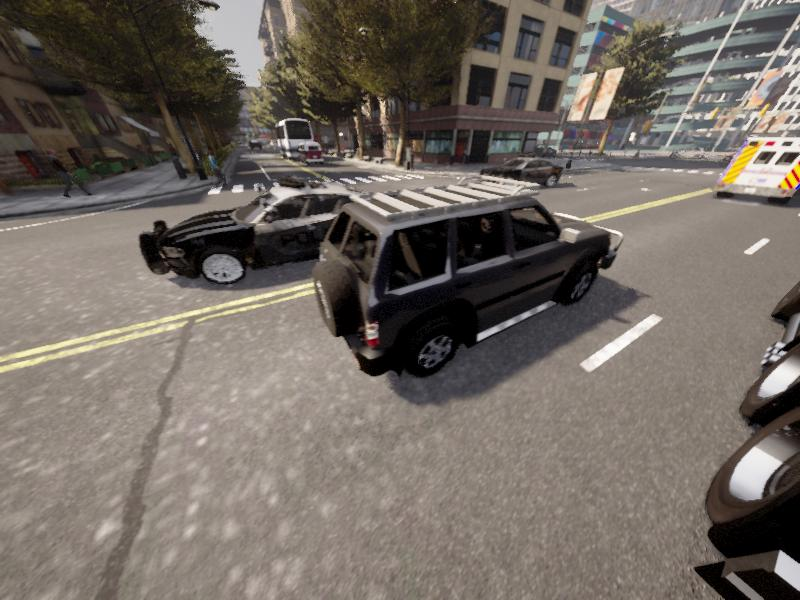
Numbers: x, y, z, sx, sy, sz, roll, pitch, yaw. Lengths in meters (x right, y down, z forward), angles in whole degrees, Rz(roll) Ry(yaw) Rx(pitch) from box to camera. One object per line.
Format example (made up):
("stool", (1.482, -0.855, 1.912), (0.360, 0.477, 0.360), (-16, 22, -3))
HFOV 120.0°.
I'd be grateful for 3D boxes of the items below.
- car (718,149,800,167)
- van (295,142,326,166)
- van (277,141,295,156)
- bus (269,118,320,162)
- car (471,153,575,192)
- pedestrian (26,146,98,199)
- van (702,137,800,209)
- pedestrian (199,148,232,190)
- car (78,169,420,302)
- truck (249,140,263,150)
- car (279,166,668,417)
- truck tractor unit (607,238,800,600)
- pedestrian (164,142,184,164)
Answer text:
("car", (41.342, -16.397, 26.602), (4.974, 1.542, 2.038), (17, 38, 22))
("van", (-9.959, -16.287, 25.613), (2.069, 2.038, 4.480), (-18, 38, -24))
("van", (-19.629, -26.085, 39.720), (1.775, 1.987, 4.442), (-17, 39, -24))
("bus", (-14.538, -21.709, 31.462), (3.944, 4.253, 10.273), (-18, 38, -24))
("car", (7.038, -7.492, 13.425), (5.238, 1.638, 1.930), (-12, 37, -17))
("pedestrian", (-13.881, -5.284, 9.586), (0.751, 1.860, 0.751), (-23, 41, -29))
("van", (18.126, -6.260, 11.042), (6.366, 2.431, 2.351), (-17, 38, -24))
("pedestrian", (-9.745, -6.949, 12.284), (0.751, 1.860, 0.751), (-18, 39, -24))
("car", (-2.335, -1.824, 5.187), (5.238, 1.638, 1.930), (-17, 38, -24))
("truck", (-37.308, -40.120, 59.711), (2.390, 2.098, 6.274), (-18, 39, -24))
("car", (1.100, -0.707, 3.400), (4.605, 1.855, 1.932), (-18, 39, -23))
("truck tractor unit", (5.063, -0.346, 0.841), (6.516, 4.208, 3.053), (-20, 40, -26))
("pedestrian", (-22.543, -14.690, 23.076), (0.751, 1.860, 0.751), (-21, 40, -28))
